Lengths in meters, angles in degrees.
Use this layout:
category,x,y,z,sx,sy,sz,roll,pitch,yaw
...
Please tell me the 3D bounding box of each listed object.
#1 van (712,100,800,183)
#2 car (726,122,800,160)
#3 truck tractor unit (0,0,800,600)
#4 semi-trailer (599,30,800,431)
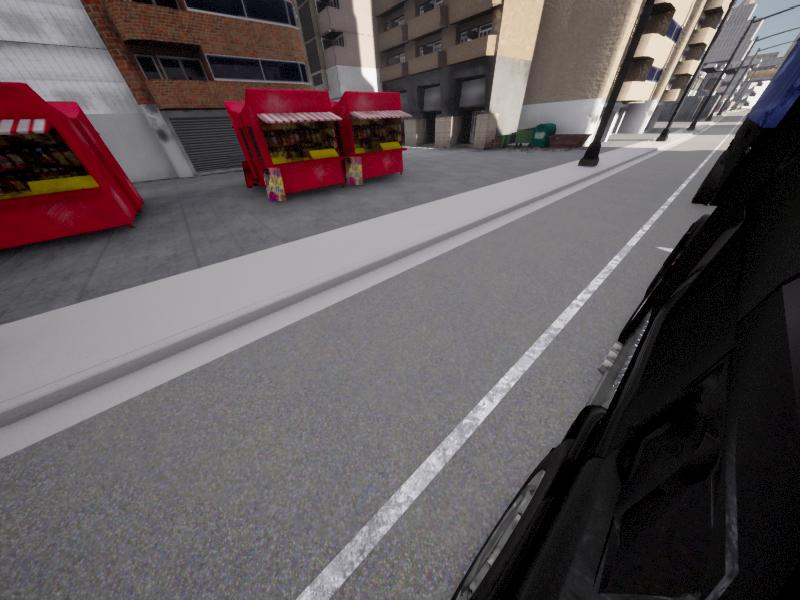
category,x,y,z,sx,sy,sz,roll,pitch,yaw
van,16.399,-6.999,9.957,6.366,2.431,2.351,-28,44,-30
car,22.055,-9.674,13.940,4.902,1.511,2.128,-28,44,-30
truck tractor unit,2.645,-0.295,0.351,6.516,4.208,3.053,-28,44,-30
semi-trailer,8.635,-3.647,4.288,14.254,4.402,2.717,-29,44,-30
